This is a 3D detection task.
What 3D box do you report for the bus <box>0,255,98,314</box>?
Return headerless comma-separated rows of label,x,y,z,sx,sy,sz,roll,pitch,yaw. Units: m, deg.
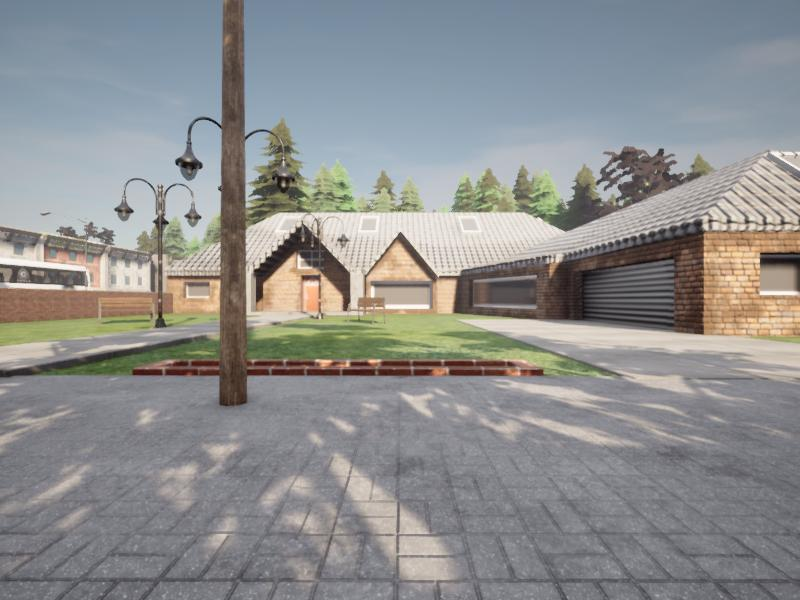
bus,-30.990,-1.134,33.272,3.944,4.253,10.273,0,0,0
